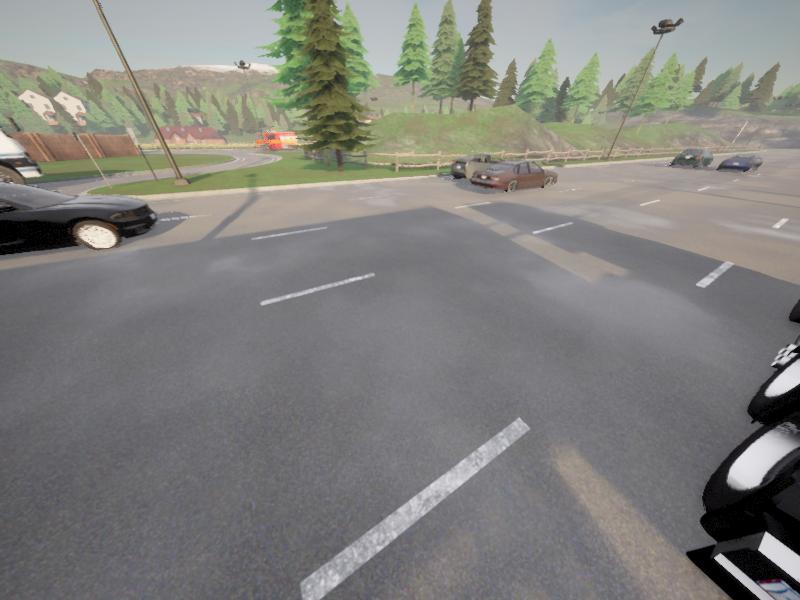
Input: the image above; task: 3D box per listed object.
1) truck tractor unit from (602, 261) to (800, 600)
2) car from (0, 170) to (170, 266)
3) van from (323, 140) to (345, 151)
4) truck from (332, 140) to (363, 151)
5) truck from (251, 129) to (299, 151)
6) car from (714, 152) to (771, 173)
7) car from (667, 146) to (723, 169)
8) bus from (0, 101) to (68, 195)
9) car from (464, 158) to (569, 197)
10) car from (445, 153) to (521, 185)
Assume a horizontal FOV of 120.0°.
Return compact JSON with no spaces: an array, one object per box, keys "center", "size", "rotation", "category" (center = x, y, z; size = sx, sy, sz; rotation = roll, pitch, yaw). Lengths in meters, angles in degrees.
[{"center":[5.103,-0.310,0.783],"size":[6.516,4.208,3.053],"rotation":[-19,39,-24],"category":"truck tractor unit"},{"center":[-9.046,-1.842,5.228],"size":[5.008,1.535,1.882],"rotation":[-18,39,-24],"category":"car"},{"center":[-15.587,-36.556,54.654],"size":[4.442,1.987,1.775],"rotation":[-18,39,-24],"category":"van"},{"center":[-12.031,-35.450,52.993],"size":[6.274,2.098,2.390],"rotation":[-18,39,-24],"category":"truck"},{"center":[-27.706,-35.694,51.703],"size":[8.468,3.827,2.891],"rotation":[-18,39,-24],"category":"truck"},{"center":[31.555,-12.703,21.301],"size":[4.181,1.385,1.994],"rotation":[-18,39,-24],"category":"car"},{"center":[30.819,-14.946,24.146],"size":[4.553,1.767,2.097],"rotation":[-18,39,-24],"category":"car"},{"center":[-21.715,-5.506,8.042],"size":[3.944,4.253,10.273],"rotation":[16,40,23],"category":"bus"},{"center":[6.355,-6.807,12.609],"size":[5.357,1.411,2.033],"rotation":[-18,39,-24],"category":"car"},{"center":[5.518,-8.898,15.491],"size":[4.514,1.525,2.007],"rotation":[-18,39,-24],"category":"car"}]
